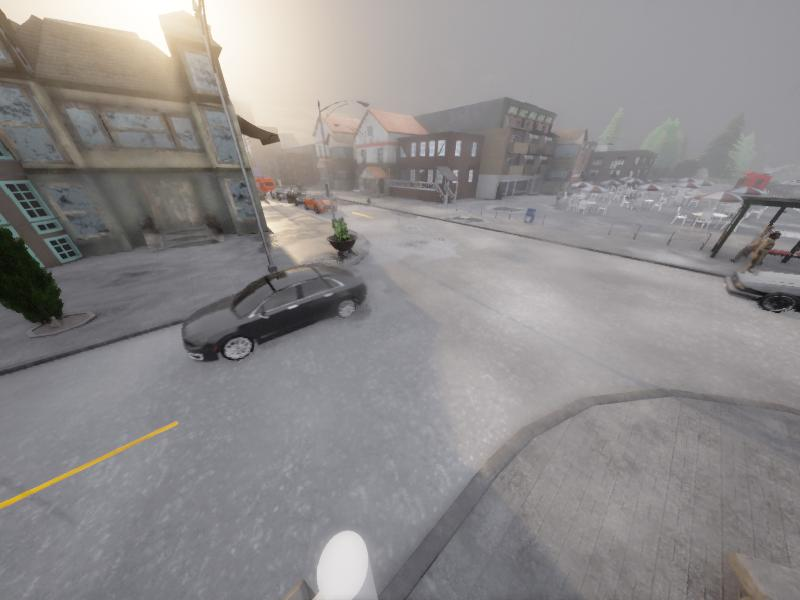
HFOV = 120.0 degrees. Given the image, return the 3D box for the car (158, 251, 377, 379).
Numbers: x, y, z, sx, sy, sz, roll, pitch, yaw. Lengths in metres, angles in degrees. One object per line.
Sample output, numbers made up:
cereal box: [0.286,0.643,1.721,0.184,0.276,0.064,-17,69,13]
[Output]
car: [-3.270,-0.003,6.723,4.892,1.490,1.837,-22,36,-32]

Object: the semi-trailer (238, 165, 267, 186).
semi-trailer: [-38.771,-32.594,60.244,2.717,4.402,14.254,-23,37,-34]

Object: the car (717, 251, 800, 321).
car: [13.800,0.114,6.622,2.033,1.411,5.357,-24,38,-36]

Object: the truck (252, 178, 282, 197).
truck: [-21.968,-18.629,38.003,2.627,2.467,5.204,-23,37,-34]

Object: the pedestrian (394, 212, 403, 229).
pedestrian: [-0.126,-6.079,17.592,0.500,1.100,0.500,-11,32,-19]

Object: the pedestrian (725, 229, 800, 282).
pedestrian: [14.234,-1.756,9.138,0.751,1.860,0.751,-12,32,-19]

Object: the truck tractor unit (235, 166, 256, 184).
truck tractor unit: [-43.864,-35.520,65.556,3.053,4.208,6.516,-23,37,-34]

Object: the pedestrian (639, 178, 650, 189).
pedestrian: [51.610,-24.598,48.748,0.751,1.860,0.751,-15,33,-24]

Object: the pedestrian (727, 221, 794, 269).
pedestrian: [16.022,-2.458,10.352,0.751,1.860,0.751,20,36,31]

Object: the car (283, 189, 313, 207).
car: [-12.676,-12.715,28.629,1.851,1.617,3.988,-23,37,-34]

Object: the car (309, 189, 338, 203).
car: [-10.553,-14.428,31.907,1.895,1.301,4.718,-23,37,-34]

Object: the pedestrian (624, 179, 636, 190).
pedestrian: [45.344,-22.728,45.510,0.751,1.860,0.751,-11,32,-19]

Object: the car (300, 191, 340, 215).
car: [-8.443,-10.278,24.220,2.097,1.767,4.553,-23,37,-34]

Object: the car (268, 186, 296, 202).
car: [-17.014,-15.267,33.125,2.038,1.542,4.974,-23,37,-34]

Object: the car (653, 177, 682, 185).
car: [72.424,-32.348,62.595,2.033,1.649,4.856,-23,37,-34]

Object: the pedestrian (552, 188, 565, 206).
pedestrian: [18.438,-11.959,26.857,0.751,1.860,0.751,15,33,24]

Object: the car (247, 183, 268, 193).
car: [-26.618,-20.930,43.070,2.033,1.411,5.357,-23,37,-34]
